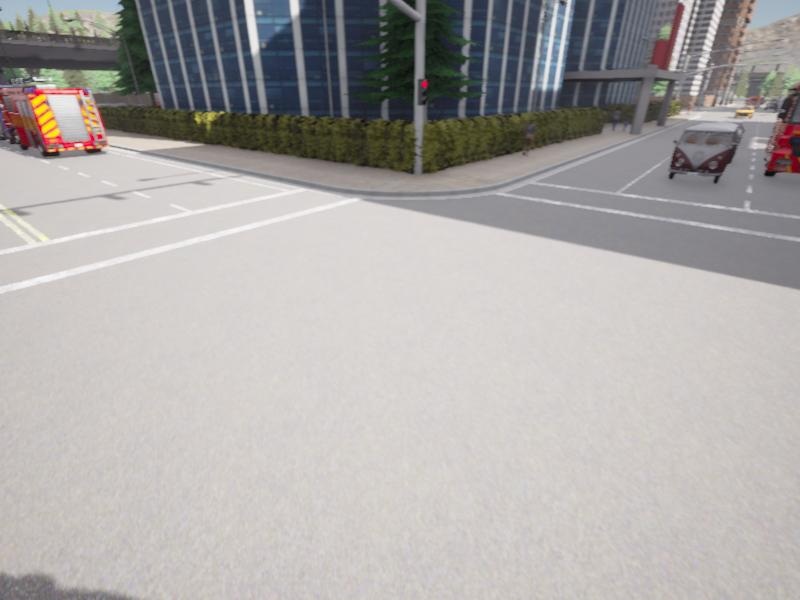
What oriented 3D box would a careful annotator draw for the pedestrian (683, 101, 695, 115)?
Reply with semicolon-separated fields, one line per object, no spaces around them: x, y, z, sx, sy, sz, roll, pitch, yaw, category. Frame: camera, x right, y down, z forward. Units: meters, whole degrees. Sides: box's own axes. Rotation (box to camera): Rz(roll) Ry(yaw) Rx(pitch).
42.585;-28.267;58.896;0.751;1.860;0.751;-14;30;-25;pedestrian

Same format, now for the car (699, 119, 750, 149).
21.644;-11.113;26.572;2.033;1.411;5.357;20;33;34;car

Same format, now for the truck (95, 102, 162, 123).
-34.114;-23.762;50.580;2.390;2.098;6.274;20;34;34;truck

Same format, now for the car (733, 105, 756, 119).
46.271;-25.228;53.709;1.882;1.535;5.008;20;33;34;car

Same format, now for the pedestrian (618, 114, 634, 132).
18.908;-14.805;33.479;0.751;1.300;0.751;19;33;32;pedestrian

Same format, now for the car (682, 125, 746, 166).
15.972;-7.913;20.293;1.970;1.475;3.806;20;34;34;car

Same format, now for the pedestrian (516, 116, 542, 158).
6.447;-8.151;20.005;0.751;1.860;0.751;21;34;35;pedestrian

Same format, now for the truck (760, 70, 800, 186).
17.613;-7.347;16.618;2.891;3.827;8.468;20;33;34;truck

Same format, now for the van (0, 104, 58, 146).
-27.399;-12.658;28.722;6.366;2.431;2.351;21;34;34;van

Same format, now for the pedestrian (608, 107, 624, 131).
18.439;-15.476;34.173;0.751;1.860;0.751;15;31;26;pedestrian

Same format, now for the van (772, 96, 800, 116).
59.309;-28.622;59.088;5.915;2.561;1.988;20;34;34;van

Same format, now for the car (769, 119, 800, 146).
26.719;-11.449;27.220;1.994;1.385;4.181;20;33;34;car

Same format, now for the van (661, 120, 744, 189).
12.021;-5.887;15.820;1.775;1.987;4.442;20;33;34;van

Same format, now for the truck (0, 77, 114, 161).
-20.558;-10.722;23.396;8.468;3.827;2.891;21;34;34;truck
